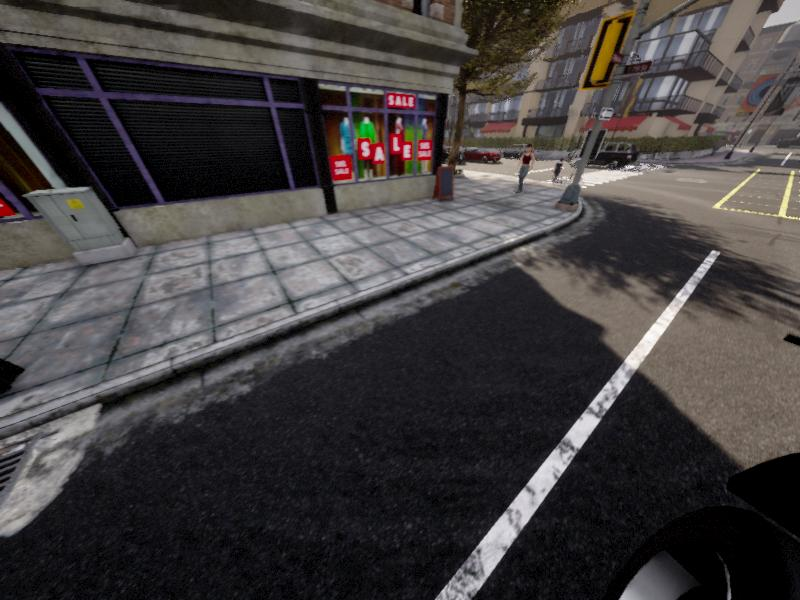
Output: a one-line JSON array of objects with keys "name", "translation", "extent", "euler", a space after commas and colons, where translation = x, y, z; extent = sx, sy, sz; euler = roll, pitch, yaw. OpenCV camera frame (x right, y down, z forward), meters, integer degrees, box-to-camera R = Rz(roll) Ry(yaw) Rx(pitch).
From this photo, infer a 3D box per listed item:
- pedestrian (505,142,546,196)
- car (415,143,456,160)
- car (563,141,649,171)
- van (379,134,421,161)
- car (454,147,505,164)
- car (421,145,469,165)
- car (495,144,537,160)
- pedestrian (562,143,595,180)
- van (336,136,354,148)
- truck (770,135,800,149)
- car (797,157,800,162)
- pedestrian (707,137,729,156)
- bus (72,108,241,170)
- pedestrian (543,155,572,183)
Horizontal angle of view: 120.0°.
[{"name": "pedestrian", "translation": [5.204, -5.462, 9.674], "extent": [0.751, 1.860, 0.751], "euler": [-22, 41, -28]}, {"name": "car", "translation": [4.228, -18.604, 28.851], "extent": [1.801, 1.575, 5.366], "euler": [-22, 41, -28]}, {"name": "car", "translation": [16.809, -12.055, 19.190], "extent": [1.932, 1.855, 4.605], "euler": [-22, 41, -28]}, {"name": "van", "translation": [-0.131, -19.024, 28.659], "extent": [1.988, 2.561, 5.915], "euler": [-22, 41, -28]}, {"name": "car", "translation": [8.224, -15.263, 24.325], "extent": [1.895, 1.301, 4.718], "euler": [-22, 41, -28]}, {"name": "car", "translation": [4.460, -14.897, 23.672], "extent": [1.837, 1.490, 4.892], "euler": [-22, 41, -28]}, {"name": "car", "translation": [13.809, -17.798, 27.706], "extent": [1.970, 1.475, 3.806], "euler": [-23, 41, -28]}, {"name": "pedestrian", "translation": [10.830, -8.422, 14.076], "extent": [0.751, 1.860, 0.751], "euler": [-19, 39, -24]}, {"name": "van", "translation": [-14.288, -40.921, 59.811], "extent": [1.988, 2.561, 5.915], "euler": [-22, 41, -28]}, {"name": "truck", "translation": [75.194, -29.276, 42.826], "extent": [2.390, 2.098, 6.274], "euler": [-12, 37, -16]}, {"name": "car", "translation": [41.870, -14.562, 22.921], "extent": [5.357, 1.411, 2.033], "euler": [-22, 41, -28]}, {"name": "pedestrian", "translation": [38.355, -18.552, 27.896], "extent": [0.751, 1.860, 0.751], "euler": [-22, 41, -28]}, {"name": "bus", "translation": [-22.981, -16.111, 23.268], "extent": [10.273, 4.253, 3.944], "euler": [-22, 41, -28]}, {"name": "pedestrian", "translation": [9.086, -7.572, 13.375], "extent": [0.751, 1.300, 0.751], "euler": [-20, 40, -25]}]
